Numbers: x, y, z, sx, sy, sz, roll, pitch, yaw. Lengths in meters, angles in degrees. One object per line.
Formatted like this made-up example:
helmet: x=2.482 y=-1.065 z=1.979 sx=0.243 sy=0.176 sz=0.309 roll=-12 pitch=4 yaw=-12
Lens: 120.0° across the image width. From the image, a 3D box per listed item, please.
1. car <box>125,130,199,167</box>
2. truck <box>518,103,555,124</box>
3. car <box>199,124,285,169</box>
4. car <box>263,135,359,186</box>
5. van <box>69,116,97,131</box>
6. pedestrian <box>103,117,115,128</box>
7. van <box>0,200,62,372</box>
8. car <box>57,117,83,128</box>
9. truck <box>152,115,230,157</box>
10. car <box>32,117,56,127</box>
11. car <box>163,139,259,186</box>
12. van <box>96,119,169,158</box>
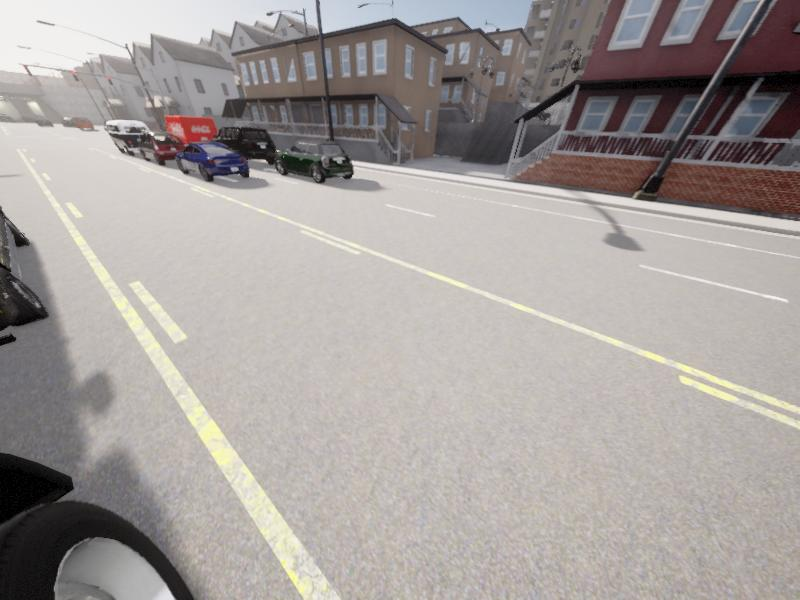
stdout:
car: x=-14.748 y=-9.477 z=14.356 sx=3.988 sy=1.617 sz=1.851 roll=25 pitch=42 yaw=27
truck: x=28.806 y=-39.614 z=48.981 sx=6.274 sy=2.098 sz=2.390 roll=34 pitch=45 yaw=19
car: x=-10.447 y=-10.209 z=15.269 sx=5.566 sy=2.045 sz=2.150 roll=25 pitch=42 yaw=27
car: x=-4.604 y=-7.408 z=12.056 sx=4.553 sy=1.767 sz=2.097 roll=25 pitch=42 yaw=27
van: x=-57.872 y=-32.214 z=42.144 sx=4.442 sy=1.987 sz=1.775 roll=25 pitch=42 yaw=27
pedestrian: x=-65.142 y=-39.760 z=51.753 sx=0.751 sy=1.860 sz=0.751 roll=24 pitch=41 yaw=26
van: x=-6.947 y=-1.115 z=2.689 sx=5.915 sy=2.561 sz=1.988 roll=25 pitch=42 yaw=27
car: x=-71.209 y=-38.222 z=49.815 sx=4.611 sy=1.667 sz=2.242 roll=25 pitch=42 yaw=27
truck: x=-16.844 y=-13.279 z=18.669 sx=5.204 sy=2.467 sz=2.627 roll=26 pitch=42 yaw=28
car: x=-73.419 y=-36.647 z=47.597 sx=4.514 sy=1.525 sz=2.007 roll=25 pitch=42 yaw=27
car: x=-9.221 y=-6.836 z=11.264 sx=4.674 sy=1.442 sz=1.812 roll=25 pitch=42 yaw=27
van: x=-19.695 y=-11.952 z=17.032 sx=4.480 sy=2.038 sz=2.069 roll=25 pitch=42 yaw=27
